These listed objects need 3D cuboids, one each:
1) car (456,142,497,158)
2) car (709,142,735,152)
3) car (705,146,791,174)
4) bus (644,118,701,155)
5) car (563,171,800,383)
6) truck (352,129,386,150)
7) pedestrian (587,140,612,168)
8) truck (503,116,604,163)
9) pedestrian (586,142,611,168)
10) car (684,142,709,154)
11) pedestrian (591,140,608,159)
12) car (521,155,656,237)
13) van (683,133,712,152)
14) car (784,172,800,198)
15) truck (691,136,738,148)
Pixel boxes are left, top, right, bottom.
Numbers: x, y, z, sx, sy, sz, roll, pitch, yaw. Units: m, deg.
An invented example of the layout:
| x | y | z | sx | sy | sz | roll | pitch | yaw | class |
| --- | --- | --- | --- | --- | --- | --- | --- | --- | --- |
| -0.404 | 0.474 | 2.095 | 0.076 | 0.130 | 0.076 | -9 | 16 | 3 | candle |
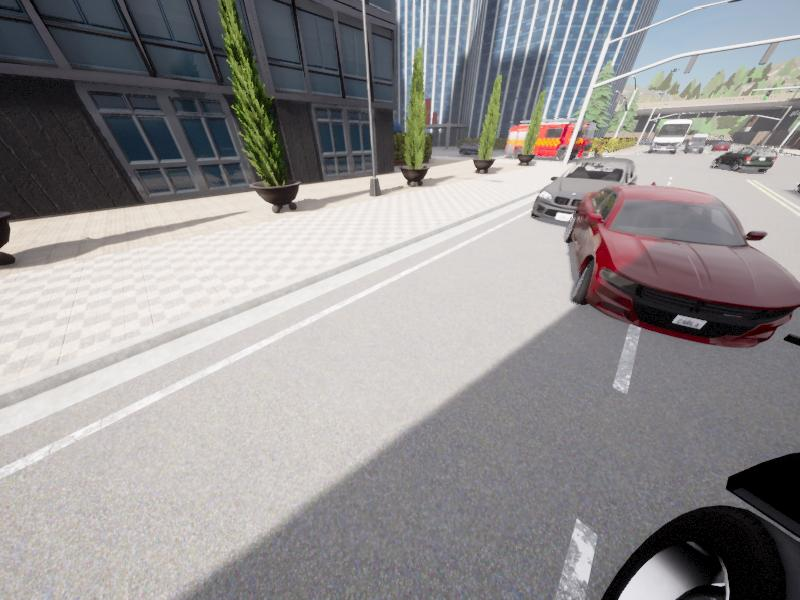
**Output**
| x | y | z | sx | sy | sz | roll | pitch | yaw | class |
| --- | --- | --- | --- | --- | --- | --- | --- | --- | --- |
| 10.700 | -21.309 | 32.705 | 4.856 | 1.649 | 2.033 | 29 | 45 | 35 | car |
| 57.307 | -27.379 | 41.182 | 1.994 | 1.385 | 4.181 | 30 | 45 | 35 | car |
| 26.493 | -10.897 | 17.840 | 1.789 | 1.549 | 3.705 | 14 | 37 | 18 | car |
| 43.177 | -25.924 | 36.724 | 3.944 | 4.253 | 10.273 | 30 | 45 | 35 | bus |
| 4.505 | -1.228 | 4.289 | 1.882 | 1.535 | 5.008 | 17 | 38 | 23 | car |
| -7.303 | -37.915 | 54.545 | 8.468 | 3.827 | 2.891 | 29 | 45 | 35 | truck |
| 15.878 | -11.657 | 18.436 | 0.751 | 1.860 | 0.751 | 11 | 37 | 15 | pedestrian |
| 17.093 | -18.465 | 26.705 | 2.891 | 3.827 | 8.468 | -28 | 44 | -34 | truck |
| 16.781 | -12.286 | 19.587 | 0.751 | 1.860 | 0.751 | -22 | 40 | -27 | pedestrian |
| 46.303 | -23.833 | 36.166 | 1.812 | 1.442 | 4.674 | 30 | 45 | 35 | car |
| 23.401 | -17.657 | 27.169 | 0.751 | 1.860 | 0.751 | 15 | 38 | 20 | pedestrian |
| 6.412 | -3.763 | 7.778 | 4.611 | 1.667 | 2.242 | -29 | 44 | -35 | car |
| 51.752 | -27.475 | 40.348 | 1.988 | 2.561 | 5.915 | 30 | 45 | 35 | van |
| 18.546 | -4.788 | 9.264 | 2.128 | 1.511 | 4.902 | 30 | 45 | 35 | car |
| 73.737 | -37.259 | 54.413 | 6.274 | 2.098 | 2.390 | 30 | 45 | 35 | truck |
